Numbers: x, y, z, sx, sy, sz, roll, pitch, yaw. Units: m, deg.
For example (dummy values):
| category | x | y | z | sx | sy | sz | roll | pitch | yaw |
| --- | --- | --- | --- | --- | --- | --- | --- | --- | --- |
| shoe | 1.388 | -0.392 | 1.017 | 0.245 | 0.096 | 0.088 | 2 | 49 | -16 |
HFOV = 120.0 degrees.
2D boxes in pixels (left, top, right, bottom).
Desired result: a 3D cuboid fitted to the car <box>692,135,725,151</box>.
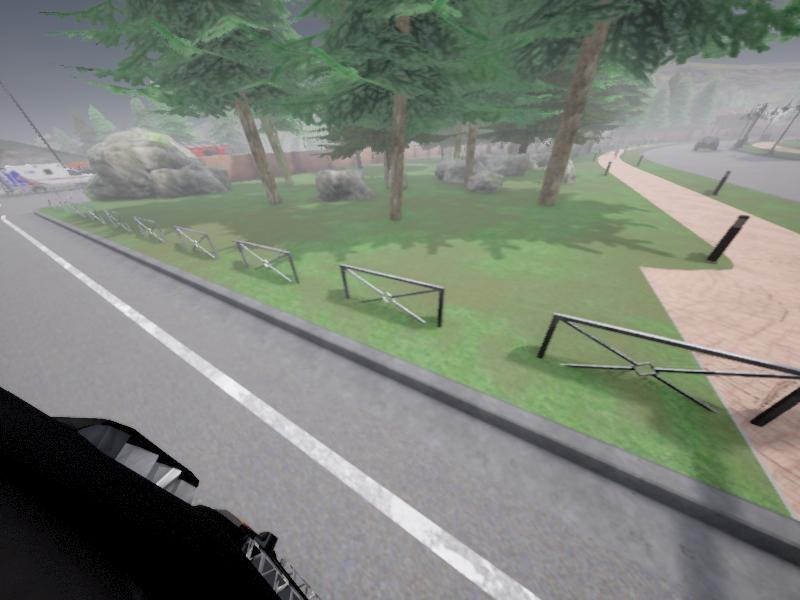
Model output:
| category | x | y | z | sx | sy | sz | roll | pitch | yaw |
| --- | --- | --- | --- | --- | --- | --- | --- | --- | --- |
| car | 43.594 | -22.310 | 32.773 | 2.097 | 1.767 | 4.553 | 27 | 44 | 37 |

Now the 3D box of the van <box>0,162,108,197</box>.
| category | x | y | z | sx | sy | sz | roll | pitch | yaw |
| --- | --- | --- | --- | --- | --- | --- | --- | --- | --- |
| van | -35.409 | -12.401 | 23.502 | 2.351 | 2.431 | 6.366 | 15 | 38 | 25 |

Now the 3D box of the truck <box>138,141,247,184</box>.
| category | x | y | z | sx | sy | sz | roll | pitch | yaw |
| --- | --- | --- | --- | --- | --- | --- | --- | --- | --- |
| truck | -24.121 | -16.668 | 27.777 | 2.891 | 3.827 | 8.468 | 15 | 38 | 25 |

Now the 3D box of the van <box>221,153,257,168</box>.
| category | x | y | z | sx | sy | sz | roll | pitch | yaw |
| --- | --- | --- | --- | --- | --- | --- | --- | --- | --- |
| van | -36.172 | -31.566 | 52.228 | 1.988 | 2.561 | 5.915 | 15 | 38 | 25 |

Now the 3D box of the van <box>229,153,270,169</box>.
| category | x | y | z | sx | sy | sz | roll | pitch | yaw |
| --- | --- | --- | --- | --- | --- | --- | --- | --- | --- |
| van | -31.039 | -28.822 | 47.847 | 2.351 | 2.431 | 6.366 | 15 | 38 | 25 |

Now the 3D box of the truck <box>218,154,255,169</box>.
| category | x | y | z | sx | sy | sz | roll | pitch | yaw |
| --- | --- | --- | --- | --- | --- | --- | --- | --- | --- |
| truck | -34.406 | -29.354 | 48.864 | 2.627 | 2.467 | 5.204 | 15 | 38 | 25 |

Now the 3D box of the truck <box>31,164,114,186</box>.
| category | x | y | z | sx | sy | sz | roll | pitch | yaw |
| --- | --- | --- | --- | --- | --- | --- | --- | --- | --- |
| truck | -45.555 | -17.617 | 32.427 | 2.390 | 2.098 | 6.274 | 16 | 38 | 26 |

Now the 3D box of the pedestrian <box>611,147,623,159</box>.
| category | x | y | z | sx | sy | sz | roll | pitch | yaw |
| --- | --- | --- | --- | --- | --- | --- | --- | --- | --- |
| pedestrian | 23.629 | -16.011 | 25.174 | 0.500 | 1.100 | 0.500 | 16 | 38 | 26 |

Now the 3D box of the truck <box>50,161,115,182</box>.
| category | x | y | z | sx | sy | sz | roll | pitch | yaw |
| --- | --- | --- | --- | --- | --- | --- | --- | --- | --- |
| truck | -50.628 | -20.618 | 37.003 | 2.627 | 2.467 | 5.204 | 15 | 37 | 25 |
